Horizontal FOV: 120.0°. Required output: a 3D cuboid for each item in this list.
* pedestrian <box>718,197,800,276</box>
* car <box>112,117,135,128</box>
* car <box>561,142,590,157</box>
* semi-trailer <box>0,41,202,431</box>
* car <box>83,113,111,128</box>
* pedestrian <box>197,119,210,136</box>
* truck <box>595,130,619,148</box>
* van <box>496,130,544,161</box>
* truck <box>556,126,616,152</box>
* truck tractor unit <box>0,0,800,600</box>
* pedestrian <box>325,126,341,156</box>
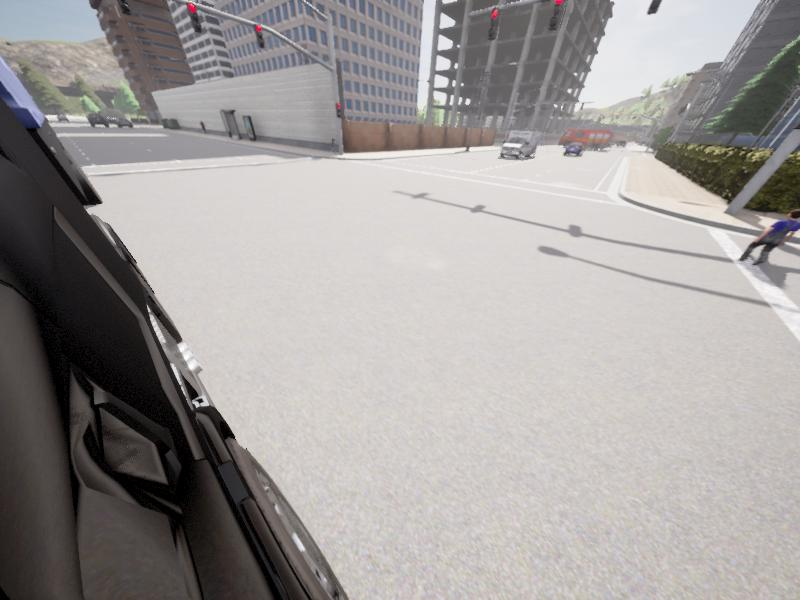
[{"bbox_3d":[7.870,-1.335,4.824,0.751,1.300,0.751,24,42,26],"label":"pedestrian"},{"bbox_3d":[-55.590,-35.624,46.415,4.856,1.649,2.033,28,44,30],"label":"car"},{"bbox_3d":[24.420,-20.951,32.105,2.007,1.525,4.514,29,44,31],"label":"car"},{"bbox_3d":[-8.702,-3.601,4.226,14.254,4.402,2.717,28,44,30],"label":"semi-trailer"},{"bbox_3d":[-57.885,-34.281,44.129,5.566,2.045,2.150,28,44,30],"label":"car"},{"bbox_3d":[-28.290,-24.876,33.292,0.751,1.860,0.751,31,45,32],"label":"pedestrian"},{"bbox_3d":[56.237,-43.670,62.694,2.891,3.827,8.468,28,43,30],"label":"truck"},{"bbox_3d":[13.052,-16.766,25.004,2.351,2.431,6.366,28,43,30],"label":"van"},{"bbox_3d":[38.016,-33.237,47.527,8.468,3.827,2.891,27,43,29],"label":"truck"},{"bbox_3d":[-2.645,-0.295,0.351,6.516,4.208,3.053,28,44,30],"label":"truck tractor unit"},{"bbox_3d":[-5.233,-12.463,18.154,0.751,1.860,0.751,12,38,12],"label":"pedestrian"}]
